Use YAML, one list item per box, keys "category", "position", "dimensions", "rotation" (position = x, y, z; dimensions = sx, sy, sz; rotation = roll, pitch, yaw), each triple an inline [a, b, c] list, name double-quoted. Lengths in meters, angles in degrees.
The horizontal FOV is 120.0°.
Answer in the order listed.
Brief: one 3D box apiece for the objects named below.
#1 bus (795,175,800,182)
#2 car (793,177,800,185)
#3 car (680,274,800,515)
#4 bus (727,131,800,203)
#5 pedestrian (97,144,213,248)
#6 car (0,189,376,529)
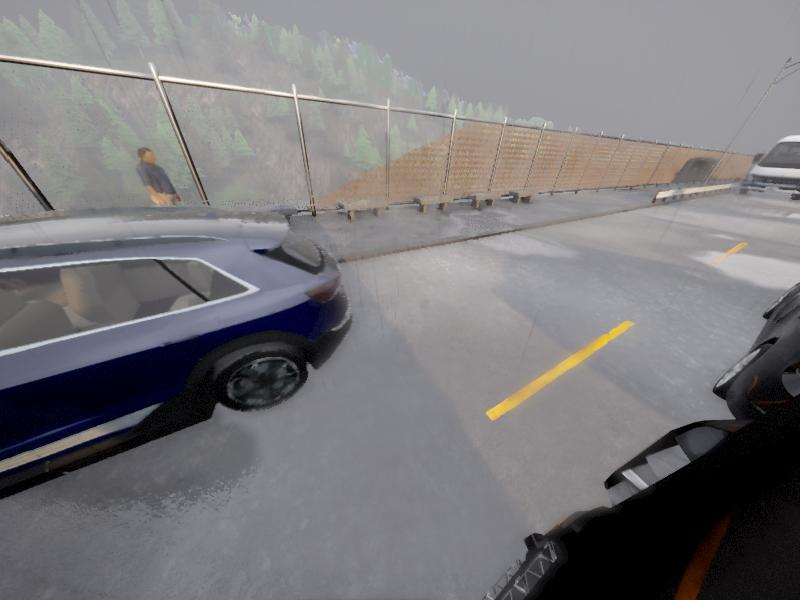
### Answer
- category: "bus"
  position: [74.985, -22.930, 40.333]
  dimensions: [10.273, 4.253, 3.944]
  rotation: [-16, 38, -26]
- category: "car"
  position: [58.580, -17.232, 32.937]
  dimensions: [3.705, 1.549, 1.789]
  rotation: [-16, 38, -26]
- category: "car"
  position: [5.342, 0.499, 2.208]
  dimensions: [5.008, 1.535, 1.882]
  rotation: [-16, 38, -26]
- category: "bus"
  position: [32.817, -10.906, 19.019]
  dimensions: [10.273, 4.253, 3.944]
  rotation: [-16, 38, -26]
- category: "pedestrian"
  position: [-4.955, -2.140, 4.869]
  dimensions: [0.751, 1.860, 0.751]
  rotation: [2, 34, -2]
- category: "car"
  position: [-2.853, 0.240, 1.890]
  dimensions: [4.856, 1.649, 2.033]
  rotation: [-16, 38, -26]
